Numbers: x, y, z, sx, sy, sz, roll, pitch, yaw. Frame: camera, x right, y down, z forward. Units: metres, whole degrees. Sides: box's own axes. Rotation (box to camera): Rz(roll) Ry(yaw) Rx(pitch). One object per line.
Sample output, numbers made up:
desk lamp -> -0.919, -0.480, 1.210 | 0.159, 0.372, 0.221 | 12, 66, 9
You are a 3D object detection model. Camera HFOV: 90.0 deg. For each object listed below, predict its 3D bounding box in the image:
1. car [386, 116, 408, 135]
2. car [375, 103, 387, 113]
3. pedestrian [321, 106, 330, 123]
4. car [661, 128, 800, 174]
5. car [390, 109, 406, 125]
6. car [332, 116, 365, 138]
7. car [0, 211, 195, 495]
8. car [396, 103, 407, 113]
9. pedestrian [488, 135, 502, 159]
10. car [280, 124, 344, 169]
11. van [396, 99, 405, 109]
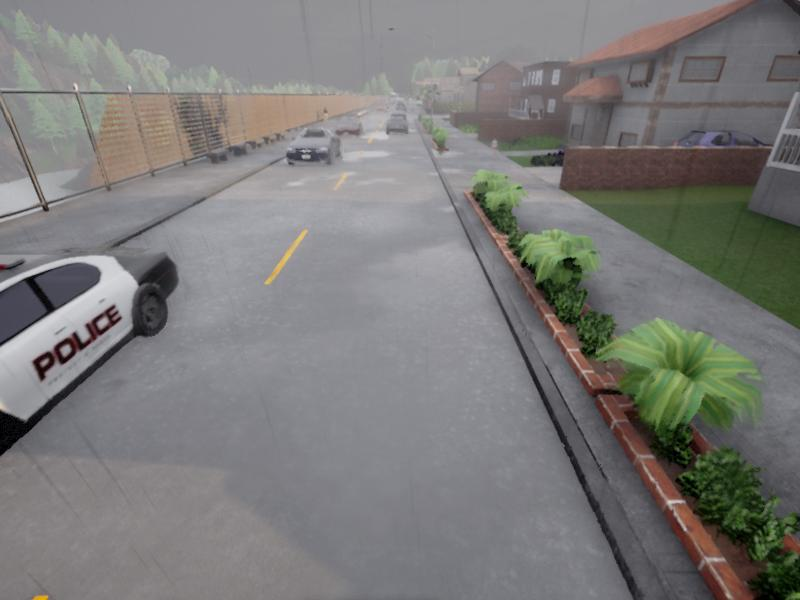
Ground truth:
car -> -0.254, -16.213, 36.993 | 1.994, 1.385, 4.181 | 0, 27, 0
car -> -3.960, -40.653, 84.485 | 2.097, 1.767, 4.553 | 0, 27, 1
pedestrian -> -8.934, -22.283, 48.097 | 0.751, 1.860, 0.751 | 0, 27, -1
car -> 12.892, -5.893, 15.781 | 3.633, 1.501, 1.845 | 0, 27, 0
car -> -0.181, -22.670, 49.478 | 1.882, 1.535, 5.008 | 0, 27, 0
car -> -4.268, -14.810, 34.129 | 2.163, 1.488, 4.792 | 0, 27, 0
car -> -4.438, 0.480, 4.082 | 2.038, 1.542, 4.974 | 0, 27, 0
car -> 0.257, -40.561, 84.424 | 2.242, 1.667, 4.611 | -1, 27, -2
pedestrian -> 4.935, -8.009, 20.905 | 0.500, 1.100, 0.500 | 0, 27, -1
car -> -4.341, -8.048, 20.706 | 2.152, 1.651, 5.027 | 0, 27, 0
van -> 0.183, -51.368, 104.798 | 2.351, 2.431, 6.366 | 0, 27, 0
